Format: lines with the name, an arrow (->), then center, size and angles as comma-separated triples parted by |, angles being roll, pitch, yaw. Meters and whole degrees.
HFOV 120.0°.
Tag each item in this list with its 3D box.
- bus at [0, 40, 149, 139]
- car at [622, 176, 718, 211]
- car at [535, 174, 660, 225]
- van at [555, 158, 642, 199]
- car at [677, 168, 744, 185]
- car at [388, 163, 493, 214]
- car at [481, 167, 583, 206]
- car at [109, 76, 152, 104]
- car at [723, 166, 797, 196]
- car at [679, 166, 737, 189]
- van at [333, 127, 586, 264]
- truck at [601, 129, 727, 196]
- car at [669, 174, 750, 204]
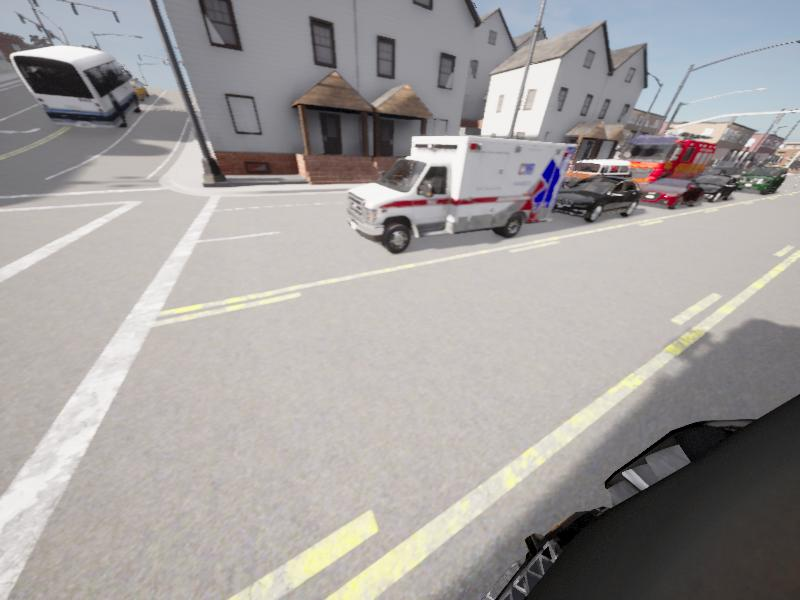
bus -> -25.136, -17.186, 18.686 | 3.944, 4.253, 10.273 | -14, 51, -24
car -> 15.241, -6.115, 13.072 | 4.181, 1.385, 1.994 | -13, 37, -23
car -> 8.520, -4.474, 9.983 | 4.892, 1.490, 1.837 | -14, 37, -24
van -> 12.907, -7.992, 15.119 | 4.480, 2.038, 2.069 | -14, 37, -24
car -> 40.745, -16.479, 30.607 | 2.033, 1.411, 5.357 | 4, 33, 2
car -> 1.705, -4.975, 10.128 | 3.988, 1.617, 1.851 | -14, 37, -24
car -> 7.198, -6.323, 12.657 | 4.902, 1.511, 2.128 | -14, 37, -24
car -> -29.952, -23.562, 25.865 | 1.801, 1.575, 5.366 | -14, 50, -25
car -> 32.199, -10.712, 20.657 | 5.566, 2.045, 2.150 | -14, 37, -24
car -> 31.557, -12.625, 23.718 | 4.553, 1.767, 2.097 | -14, 37, -24
van -> 1.710, -3.133, 6.609 | 6.366, 2.431, 2.351 | -14, 37, -24
truck -> 20.671, -10.699, 18.165 | 8.468, 3.827, 2.891 | -14, 37, -24
car -> 21.089, -7.663, 15.729 | 4.892, 1.490, 1.837 | -14, 37, -24
